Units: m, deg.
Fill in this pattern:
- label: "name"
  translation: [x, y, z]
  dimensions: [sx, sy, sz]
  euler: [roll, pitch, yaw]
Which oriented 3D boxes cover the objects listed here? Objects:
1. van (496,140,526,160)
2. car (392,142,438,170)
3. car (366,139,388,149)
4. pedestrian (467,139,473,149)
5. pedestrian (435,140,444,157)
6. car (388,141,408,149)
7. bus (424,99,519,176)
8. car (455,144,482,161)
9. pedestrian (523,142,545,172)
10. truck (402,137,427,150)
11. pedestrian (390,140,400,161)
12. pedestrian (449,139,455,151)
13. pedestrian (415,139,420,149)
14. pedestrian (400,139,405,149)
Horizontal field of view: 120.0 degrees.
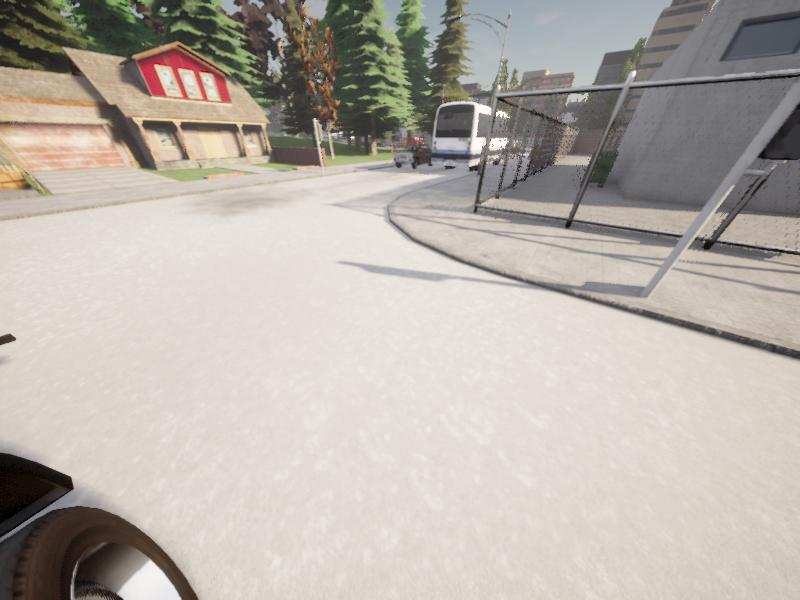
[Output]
- label: "van"
  translation: [14.226, -19.252, 29.576]
  dimensions: [2.069, 2.038, 4.480]
  euler: [22, 40, 27]
- label: "car"
  translation: [1.436, -12.930, 20.647]
  dimensions: [1.932, 1.855, 4.605]
  euler: [21, 40, 27]
- label: "car"
  translation: [-5.879, -40.518, 59.993]
  dimensions: [5.566, 2.045, 2.150]
  euler: [22, 41, 28]
- label: "pedestrian"
  translation: [16.377, -36.466, 53.961]
  dimensions: [0.751, 1.860, 0.751]
  euler: [30, 45, 35]
- label: "pedestrian"
  translation: [5.290, -20.198, 30.785]
  dimensions: [0.751, 1.860, 0.751]
  euler: [-28, 44, -34]
- label: "car"
  translation: [-0.519, -40.981, 61.038]
  dimensions: [5.238, 1.638, 1.930]
  euler: [22, 41, 28]
- label: "bus"
  translation: [6.470, -13.955, 20.083]
  dimensions: [3.944, 4.253, 10.273]
  euler: [22, 41, 27]
- label: "car"
  translation: [8.553, -18.482, 28.863]
  dimensions: [1.789, 1.549, 3.705]
  euler: [22, 41, 28]
- label: "pedestrian"
  translation: [10.309, -11.011, 17.782]
  dimensions: [0.751, 1.860, 0.751]
  euler: [28, 44, 33]
- label: "truck"
  translation: [3.366, -36.961, 54.591]
  dimensions: [5.204, 2.467, 2.627]
  euler: [22, 41, 28]
- label: "pedestrian"
  translation: [-0.541, -16.484, 25.468]
  dimensions: [0.751, 1.860, 0.751]
  euler: [22, 41, 28]
- label: "pedestrian"
  translation: [10.253, -30.505, 45.454]
  dimensions: [0.751, 1.860, 0.751]
  euler: [25, 42, 31]
- label: "pedestrian"
  translation: [3.825, -33.902, 50.227]
  dimensions: [0.751, 1.860, 0.751]
  euler: [17, 39, 22]
- label: "pedestrian"
  translation: [0.588, -35.359, 52.270]
  dimensions: [0.751, 1.860, 0.751]
  euler: [14, 37, 19]
